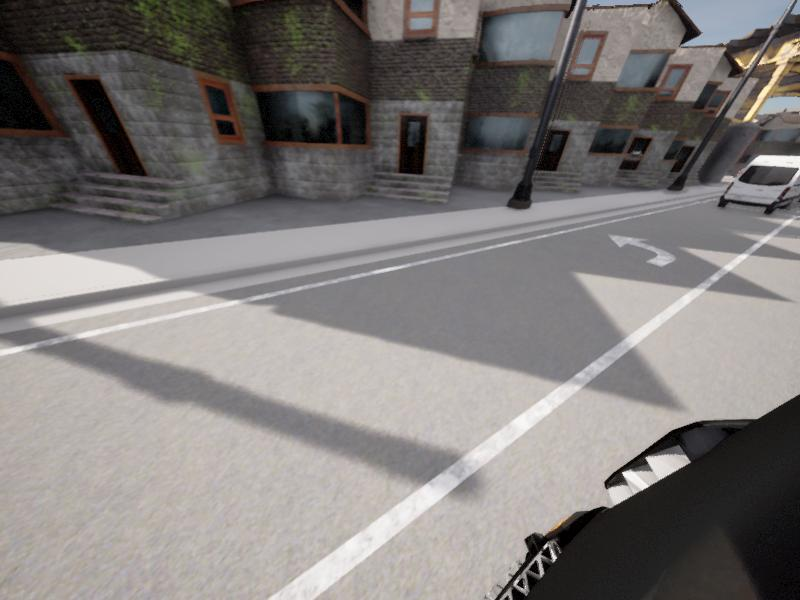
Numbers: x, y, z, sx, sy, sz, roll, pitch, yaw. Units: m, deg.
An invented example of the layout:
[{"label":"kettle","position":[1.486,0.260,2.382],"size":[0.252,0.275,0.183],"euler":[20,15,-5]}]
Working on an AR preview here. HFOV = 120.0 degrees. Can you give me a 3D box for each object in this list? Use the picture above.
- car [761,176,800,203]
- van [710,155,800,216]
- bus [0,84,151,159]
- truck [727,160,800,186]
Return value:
[{"label":"car","position":[28.985,-8.045,16.749],"size":[3.633,1.501,1.845],"euler":[-12,36,-21]},{"label":"van","position":[20.781,-6.507,12.933],"size":[5.915,2.561,1.988],"euler":[-15,37,-24]},{"label":"bus","position":[-28.982,-14.529,19.053],"size":[3.944,4.253,10.273],"euler":[10,36,11]},{"label":"truck","position":[47.570,-16.621,30.135],"size":[2.627,2.467,5.204],"euler":[11,34,12]}]
